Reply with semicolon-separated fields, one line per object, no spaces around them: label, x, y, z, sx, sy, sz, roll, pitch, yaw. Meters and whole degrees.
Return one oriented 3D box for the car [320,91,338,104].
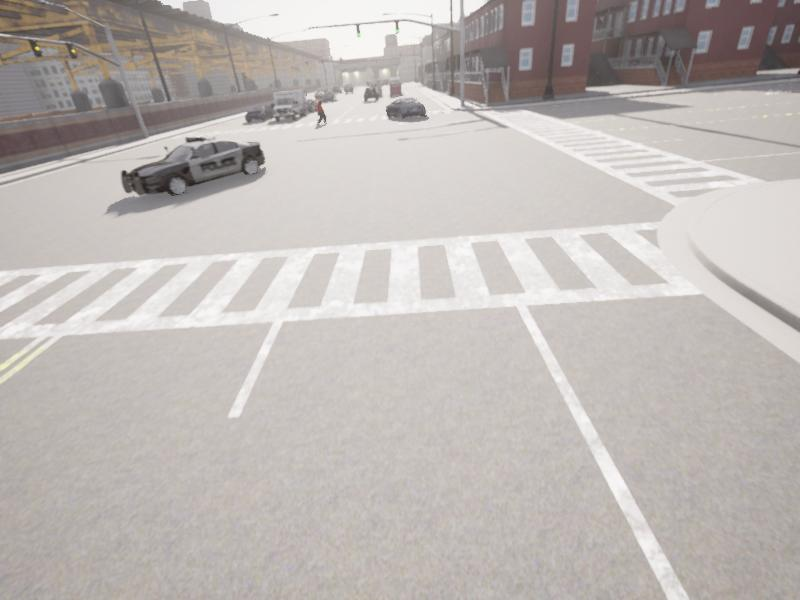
car;-11.086;-31.724;62.543;1.837;1.490;4.892;-4;29;2

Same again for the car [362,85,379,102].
car;-4.074;-29.187;56.474;1.932;1.855;4.605;-4;30;2

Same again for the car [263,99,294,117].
car;-14.433;-22.989;47.787;2.033;1.411;5.357;-4;29;2

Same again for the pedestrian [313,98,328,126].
pedestrian;-6.137;-14.550;30.935;0.751;1.860;0.751;-7;29;-3

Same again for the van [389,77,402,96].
van;-0.729;-36.075;67.394;1.988;2.561;5.915;-4;29;2

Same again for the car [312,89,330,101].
car;-14.695;-38.439;74.842;2.242;1.667;4.611;-4;29;2

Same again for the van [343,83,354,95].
van;-11.351;-46.723;88.582;1.775;1.987;4.442;-4;30;2

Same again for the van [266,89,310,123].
van;-10.915;-19.253;39.532;2.351;2.431;6.366;-4;29;2

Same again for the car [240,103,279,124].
car;-14.371;-19.274;41.212;2.033;1.411;5.357;-4;29;2

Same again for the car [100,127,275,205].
car;-7.504;-5.149;14.835;1.930;1.638;5.238;15;35;32

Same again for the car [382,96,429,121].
car;0.363;-14.785;30.789;1.994;1.385;4.181;-16;31;-18

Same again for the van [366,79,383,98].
van;-4.190;-35.153;66.470;2.351;2.431;6.366;-4;29;2

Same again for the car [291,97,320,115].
car;-10.935;-22.715;46.703;2.033;1.411;5.357;-4;29;2

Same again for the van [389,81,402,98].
van;-0.648;-32.474;61.575;1.775;1.987;4.442;-5;30;2
